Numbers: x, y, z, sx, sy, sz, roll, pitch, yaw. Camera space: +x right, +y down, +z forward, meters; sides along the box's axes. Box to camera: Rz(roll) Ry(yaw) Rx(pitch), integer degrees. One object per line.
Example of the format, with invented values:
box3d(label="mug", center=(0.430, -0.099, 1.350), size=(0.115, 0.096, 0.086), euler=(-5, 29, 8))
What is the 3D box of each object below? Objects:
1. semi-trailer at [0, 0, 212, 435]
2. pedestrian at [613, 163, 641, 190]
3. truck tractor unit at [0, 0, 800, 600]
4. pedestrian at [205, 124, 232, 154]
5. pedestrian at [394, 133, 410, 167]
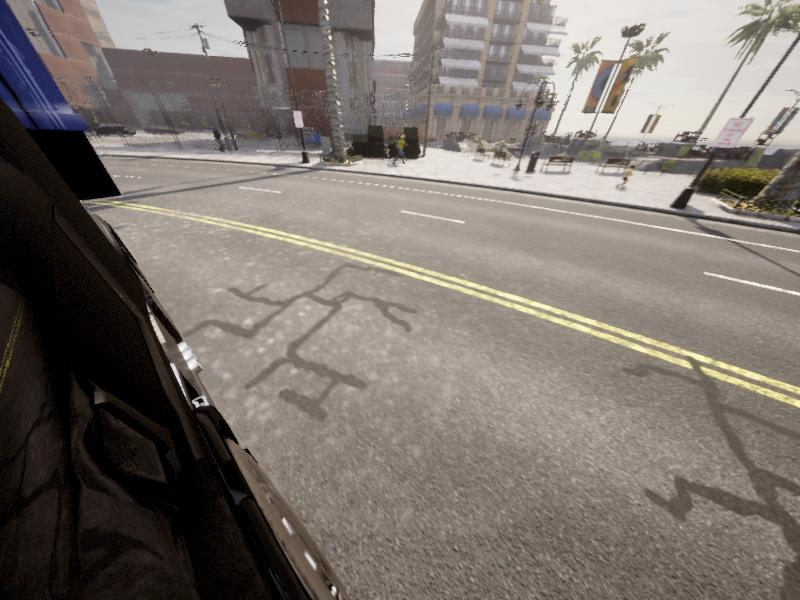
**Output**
box3d(label="semi-trailer", center=(-9.545, -2.820, 3.173), size=(14.254, 4.402, 2.717), euler=(17, 38, 19))
box3d(label="pedestrian", center=(11.282, -6.172, 11.529), size=(0.500, 1.100, 0.500), euler=(20, 40, 22))
box3d(label="truck tractor unit", center=(-2.645, -0.295, 0.351), size=(6.516, 4.208, 3.053), euler=(28, 44, 30))
box3d(label="pedestrian", center=(-13.888, -12.306, 17.699), size=(0.751, 1.860, 0.751), euler=(6, 36, 4))
box3d(label="pedestrian", center=(0.141, -10.143, 15.611), size=(0.751, 1.860, 0.751), euler=(19, 39, 21))
